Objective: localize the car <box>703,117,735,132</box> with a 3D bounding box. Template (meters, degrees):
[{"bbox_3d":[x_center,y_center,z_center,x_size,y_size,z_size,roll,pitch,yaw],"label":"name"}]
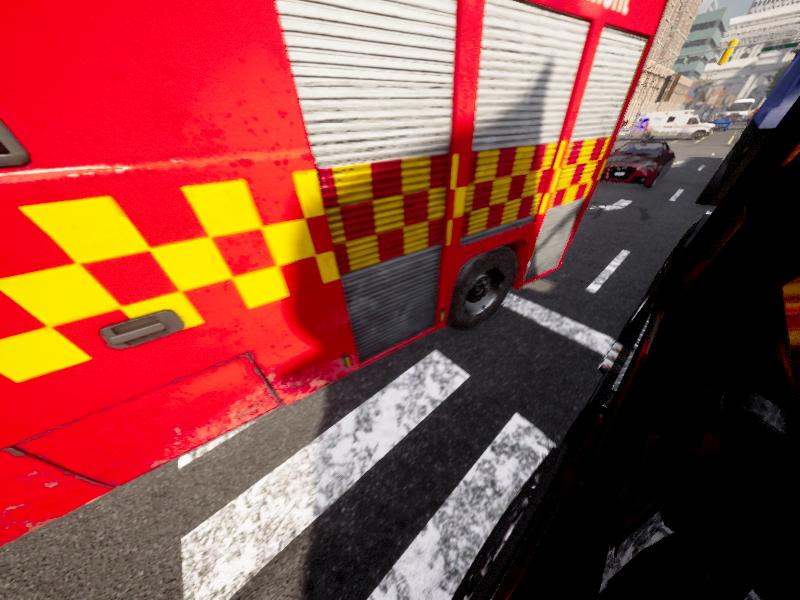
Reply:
[{"bbox_3d":[44.532,-24.458,32.201,5.008,1.535,1.882,-28,43,-30],"label":"car"}]

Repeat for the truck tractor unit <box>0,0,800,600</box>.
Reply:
[{"bbox_3d":[2.645,-0.295,0.351,6.516,4.208,3.053,-28,44,-30],"label":"truck tractor unit"}]

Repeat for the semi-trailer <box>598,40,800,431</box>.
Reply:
[{"bbox_3d":[8.683,-3.617,4.240,14.254,4.402,2.717,-28,44,-30],"label":"semi-trailer"}]

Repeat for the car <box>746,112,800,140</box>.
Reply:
[{"bbox_3d":[34.703,-15.226,20.197,1.932,1.855,4.605,2,37,6],"label":"car"}]

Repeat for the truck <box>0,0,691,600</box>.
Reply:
[{"bbox_3d":[-1.808,-0.993,1.914,8.468,3.827,2.891,-22,41,-24],"label":"truck"}]

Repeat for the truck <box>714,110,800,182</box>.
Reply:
[{"bbox_3d":[16.440,-6.851,9.997,6.274,2.098,2.390,-28,44,-30],"label":"truck"}]

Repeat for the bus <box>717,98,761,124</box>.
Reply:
[{"bbox_3d":[79.280,-44.168,54.032,10.273,4.253,3.944,-28,44,-30],"label":"bus"}]

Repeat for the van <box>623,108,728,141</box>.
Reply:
[{"bbox_3d":[28.231,-18.148,24.081,2.351,2.431,6.366,-29,44,-30],"label":"van"}]

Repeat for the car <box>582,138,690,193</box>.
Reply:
[{"bbox_3d":[9.670,-5.653,9.451,4.181,1.385,1.994,-28,44,-30],"label":"car"}]
